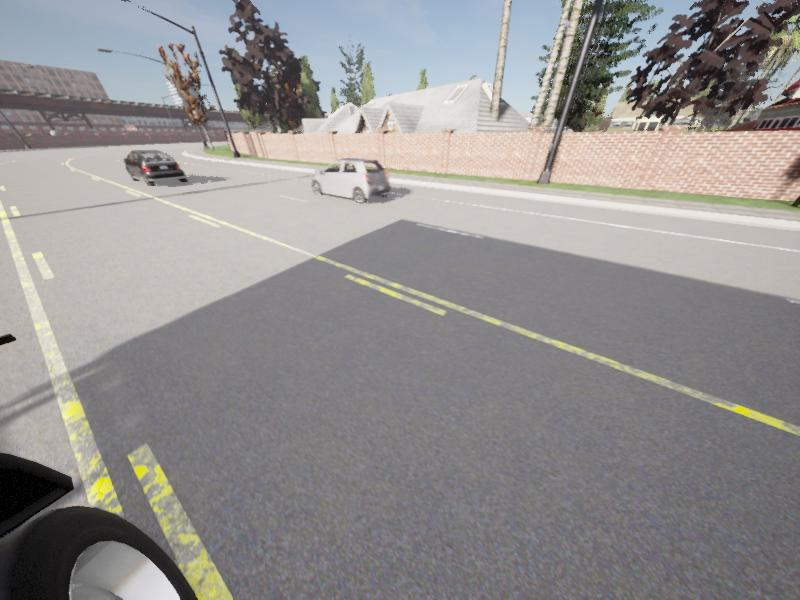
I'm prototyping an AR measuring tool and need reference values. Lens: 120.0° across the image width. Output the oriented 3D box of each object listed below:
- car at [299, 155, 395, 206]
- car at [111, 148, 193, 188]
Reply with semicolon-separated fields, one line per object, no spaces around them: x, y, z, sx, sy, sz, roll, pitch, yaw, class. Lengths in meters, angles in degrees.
-2.261;-5.308;10.038;3.633;1.501;1.845;22;40;27;car
-13.729;-7.393;12.818;3.705;1.549;1.789;22;40;27;car
